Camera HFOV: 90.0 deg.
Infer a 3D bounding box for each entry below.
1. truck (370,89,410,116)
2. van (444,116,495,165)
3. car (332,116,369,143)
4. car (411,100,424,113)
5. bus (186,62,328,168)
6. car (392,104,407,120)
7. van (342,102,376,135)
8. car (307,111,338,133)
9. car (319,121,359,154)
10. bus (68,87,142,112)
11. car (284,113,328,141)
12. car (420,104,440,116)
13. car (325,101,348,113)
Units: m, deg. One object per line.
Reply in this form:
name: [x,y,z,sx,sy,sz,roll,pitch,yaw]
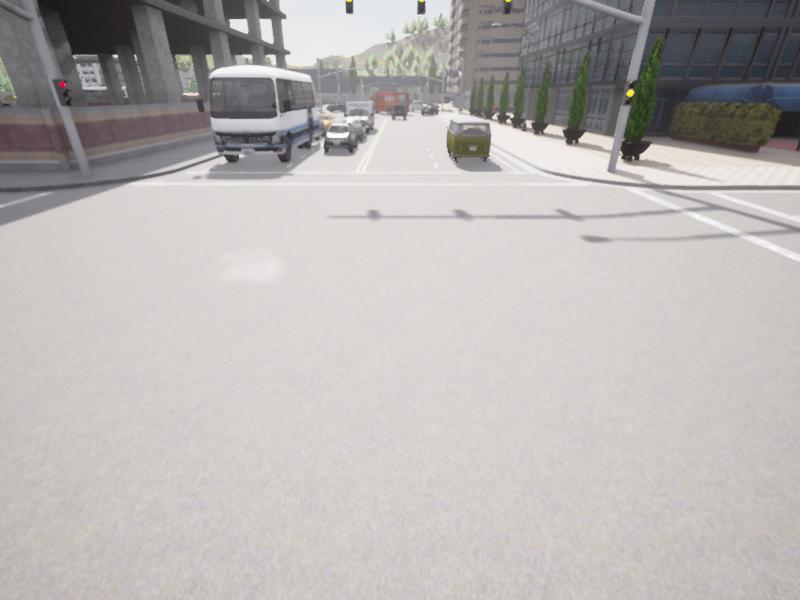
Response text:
truck: [-1.766,-33.566,67.772,2.891,3.827,8.468,-15,31,-27]
van: [3.465,-8.414,20.836,1.775,1.987,4.442,0,27,0]
car: [-3.553,-12.729,29.755,2.128,1.511,4.902,0,27,0]
car: [3.343,-37.579,77.551,2.150,2.045,5.566,0,27,0]
bus: [-6.918,-10.379,22.180,3.944,4.253,10.273,0,27,0]
car: [-0.106,-25.561,54.319,1.905,1.878,3.866,0,27,0]
van: [-3.570,-16.611,36.309,2.351,2.431,6.366,0,27,0]
car: [-7.070,-16.477,36.973,1.801,1.575,5.366,0,27,0]
car: [-3.542,-9.811,24.029,1.789,1.549,3.705,0,27,0]
bus: [-56.470,-38.560,76.894,10.273,4.253,3.944,0,27,0]
car: [-7.056,-13.281,30.655,2.242,1.667,4.611,0,27,0]
car: [4.955,-30.920,65.117,2.007,1.525,4.514,10,29,19]
car: [-11.770,-35.986,74.510,3.866,1.878,1.905,3,27,6]
